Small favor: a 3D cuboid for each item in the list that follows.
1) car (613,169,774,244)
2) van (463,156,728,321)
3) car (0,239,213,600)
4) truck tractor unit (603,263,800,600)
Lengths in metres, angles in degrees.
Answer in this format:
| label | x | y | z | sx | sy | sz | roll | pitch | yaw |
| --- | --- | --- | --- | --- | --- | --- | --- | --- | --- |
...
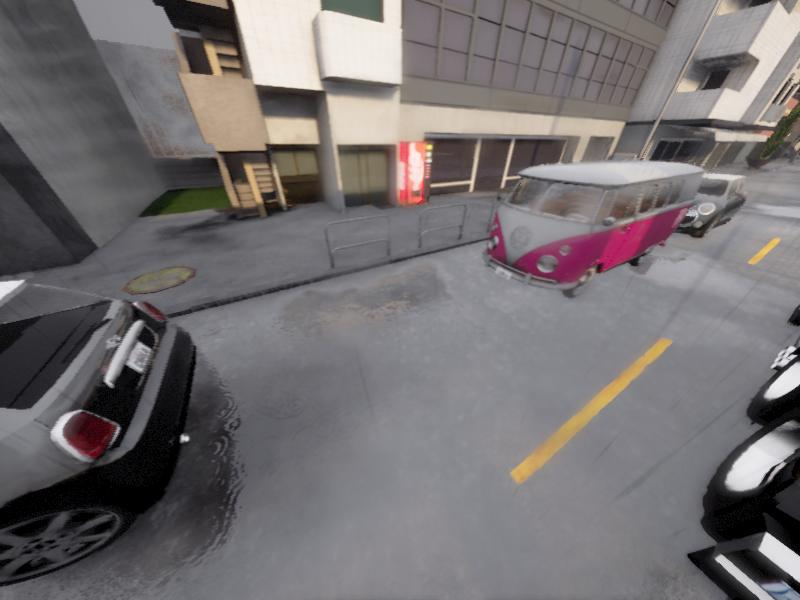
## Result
| label | x | y | z | sx | sy | sz | roll | pitch | yaw |
| --- | --- | --- | --- | --- | --- | --- | --- | --- | --- |
| car | 9.201 | -3.145 | 7.327 | 3.806 | 1.475 | 1.970 | -18 | 39 | -24 |
| van | 3.697 | -1.562 | 4.552 | 4.442 | 1.987 | 1.775 | -18 | 39 | -24 |
| car | -3.654 | 1.041 | 1.186 | 3.806 | 1.475 | 1.970 | -18 | 39 | -24 |
| truck tractor unit | 5.107 | -0.303 | 0.796 | 6.516 | 4.208 | 3.053 | -18 | 38 | -24 |
